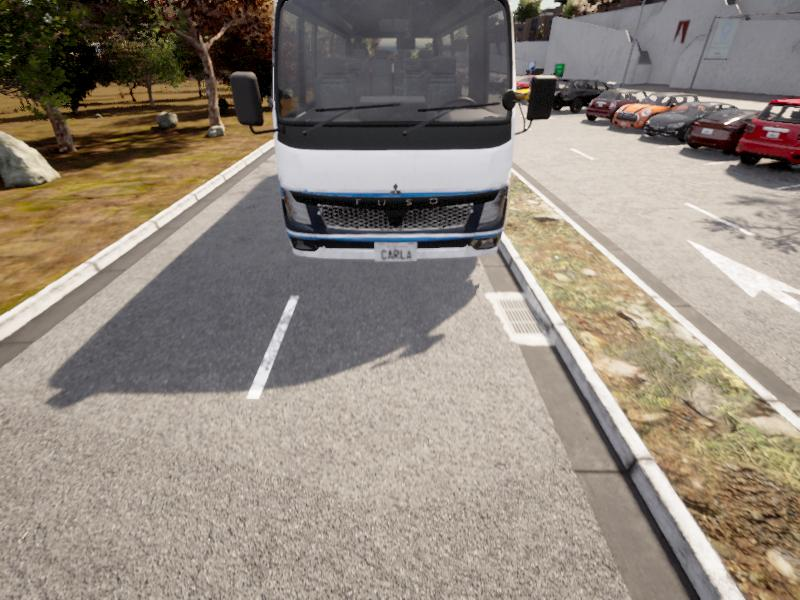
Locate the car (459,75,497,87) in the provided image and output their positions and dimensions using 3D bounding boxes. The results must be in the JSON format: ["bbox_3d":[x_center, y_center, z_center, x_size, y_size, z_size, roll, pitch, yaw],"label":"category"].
[{"bbox_3d":[12.067,-33.942,61.991,5.366,1.575,1.946,-11,33,-19],"label":"car"}]

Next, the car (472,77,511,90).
[{"bbox_3d":[12.449,-29.347,54.316,4.674,1.452,2.002,-11,33,-19],"label":"car"}]

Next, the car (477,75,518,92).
[{"bbox_3d":[12.547,-27.980,51.654,4.553,1.767,2.185,-11,32,-19],"label":"car"}]

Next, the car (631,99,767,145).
[{"bbox_3d":[13.425,-8.128,18.070,4.892,1.521,2.231,-11,33,-19],"label":"car"}]

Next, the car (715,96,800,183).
[{"bbox_3d":[13.584,-5.291,12.793,5.566,2.045,2.435,-11,32,-19],"label":"car"}]

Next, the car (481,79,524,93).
[{"bbox_3d":[12.587,-26.316,49.140,4.674,1.452,2.002,-11,32,-19],"label":"car"}]

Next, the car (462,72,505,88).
[{"bbox_3d":[12.335,-32.662,59.353,5.566,2.045,2.435,-11,32,-19],"label":"car"}]

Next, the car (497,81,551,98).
[{"bbox_3d":[12.767,-21.783,41.347,4.792,1.488,2.163,-11,32,-19],"label":"car"}]

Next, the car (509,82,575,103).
[{"bbox_3d":[12.759,-18.757,36.099,5.366,1.575,1.946,-10,32,-19],"label":"car"}]

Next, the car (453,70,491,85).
[{"bbox_3d":[12.076,-37.256,67.065,5.566,2.045,2.435,-11,33,-19],"label":"car"}]

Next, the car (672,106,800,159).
[{"bbox_3d":[13.512,-6.583,15.518,4.792,1.488,2.163,-11,32,-19],"label":"car"}]

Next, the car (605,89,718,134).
[{"bbox_3d":[13.382,-9.771,20.595,4.553,1.767,2.185,-11,33,-19],"label":"car"}]

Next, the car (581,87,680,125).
[{"bbox_3d":[13.250,-11.291,23.162,4.553,1.767,2.185,-11,32,-19],"label":"car"}]

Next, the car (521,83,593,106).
[{"bbox_3d":[13.173,-17.308,33.637,5.366,1.575,1.946,-10,32,-19],"label":"car"}]

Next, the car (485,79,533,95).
[{"bbox_3d":[12.647,-24.838,46.529,5.008,1.535,2.097,-11,32,-19],"label":"car"}]

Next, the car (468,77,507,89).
[{"bbox_3d":[12.402,-30.895,56.914,4.792,1.488,2.163,-11,32,-19],"label":"car"}]

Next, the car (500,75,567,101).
[{"bbox_3d":[12.842,-20.511,38.613,5.566,2.045,2.435,-11,32,-19],"label":"car"}]

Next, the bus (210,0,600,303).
[{"bbox_3d":[-0.038,-4.436,9.174,3.944,4.253,10.273,-1,31,-1],"label":"bus"}]

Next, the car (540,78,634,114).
[{"bbox_3d":[13.167,-14.459,28.290,5.566,2.045,2.435,-11,32,-19],"label":"car"}]
